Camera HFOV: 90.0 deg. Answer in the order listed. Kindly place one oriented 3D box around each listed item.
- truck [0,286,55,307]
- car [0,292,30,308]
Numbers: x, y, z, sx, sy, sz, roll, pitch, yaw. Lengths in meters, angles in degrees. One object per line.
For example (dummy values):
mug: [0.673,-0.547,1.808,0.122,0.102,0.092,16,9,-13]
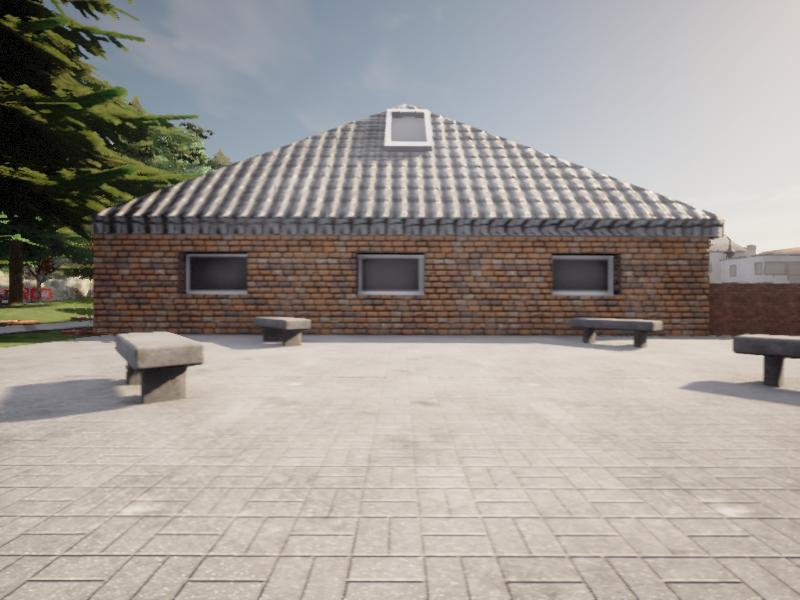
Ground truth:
truck: [-46.129,-0.401,49.305,2.627,2.467,5.204,0,0,0]
car: [-42.091,-0.016,41.971,2.242,1.667,4.611,0,0,0]
